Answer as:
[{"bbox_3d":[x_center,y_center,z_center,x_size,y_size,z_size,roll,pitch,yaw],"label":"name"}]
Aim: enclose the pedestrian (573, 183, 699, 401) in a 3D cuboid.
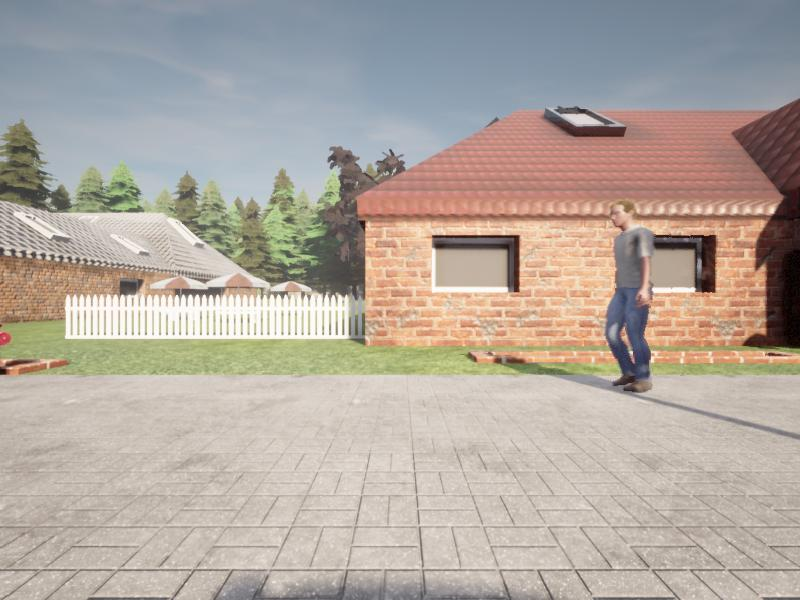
[{"bbox_3d":[2.187,-0.067,3.806,0.751,1.860,0.751,0,0,-1],"label":"pedestrian"}]
